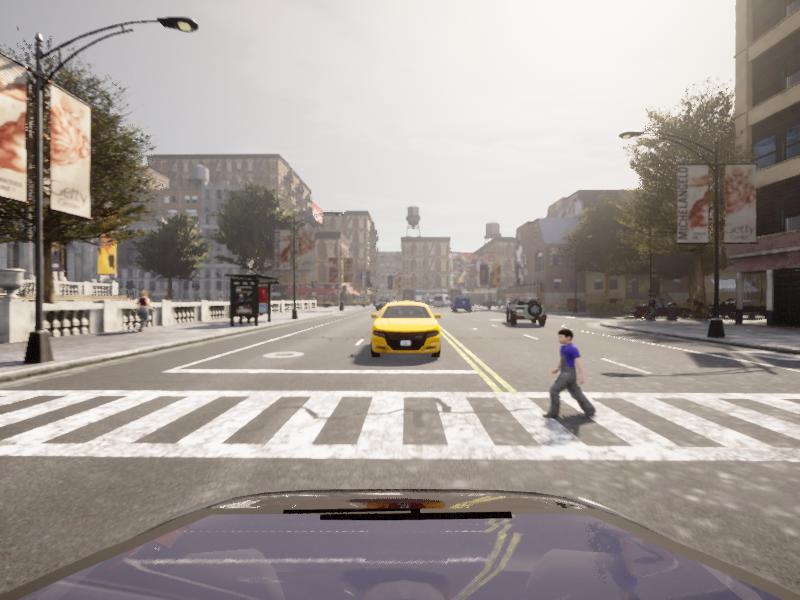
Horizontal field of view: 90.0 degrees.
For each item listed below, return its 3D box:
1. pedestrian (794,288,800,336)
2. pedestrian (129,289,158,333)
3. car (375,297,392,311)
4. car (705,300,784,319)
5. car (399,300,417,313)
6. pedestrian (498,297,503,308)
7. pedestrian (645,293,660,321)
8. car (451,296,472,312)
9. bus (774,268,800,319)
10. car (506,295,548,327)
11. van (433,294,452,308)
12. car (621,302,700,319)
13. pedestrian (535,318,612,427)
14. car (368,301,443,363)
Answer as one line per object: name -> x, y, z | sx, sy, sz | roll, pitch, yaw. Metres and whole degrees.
pedestrian -> 16.017, 0.466, 15.504 | 0.751, 1.860, 0.751 | 0, 0, 0
pedestrian -> -11.032, 0.449, 17.226 | 0.751, 1.860, 0.751 | 0, 0, 8
car -> -2.236, 0.557, 55.267 | 1.932, 1.855, 4.605 | 0, 0, 3
car -> 29.089, 0.794, 33.899 | 4.902, 1.511, 2.128 | 0, 0, 1
car -> 1.013, 0.749, 47.388 | 2.007, 1.525, 4.514 | 0, 0, 2
pedestrian -> 16.146, 0.386, 64.326 | 0.751, 1.860, 0.751 | 0, 0, 8
pedestrian -> 17.253, 0.448, 27.299 | 0.751, 1.860, 0.751 | 0, 0, 43
car -> 8.044, 0.483, 52.614 | 2.150, 2.045, 5.566 | 0, 0, 2
bus -> 38.663, -0.569, 33.878 | 10.273, 4.253, 3.944 | 0, 0, 1
car -> 7.858, 0.614, 25.160 | 1.932, 1.855, 4.605 | 0, 0, 10
van -> 8.183, 0.177, 76.543 | 1.988, 2.561, 5.915 | 0, 0, 23
car -> 22.122, 0.849, 34.125 | 5.357, 1.411, 2.033 | 0, 0, 2
pedestrian -> 2.278, 0.908, 5.339 | 0.751, 1.300, 0.751 | 0, 0, 6
car -> 0.191, 0.801, 12.527 | 1.882, 1.535, 5.008 | 0, 0, 1
